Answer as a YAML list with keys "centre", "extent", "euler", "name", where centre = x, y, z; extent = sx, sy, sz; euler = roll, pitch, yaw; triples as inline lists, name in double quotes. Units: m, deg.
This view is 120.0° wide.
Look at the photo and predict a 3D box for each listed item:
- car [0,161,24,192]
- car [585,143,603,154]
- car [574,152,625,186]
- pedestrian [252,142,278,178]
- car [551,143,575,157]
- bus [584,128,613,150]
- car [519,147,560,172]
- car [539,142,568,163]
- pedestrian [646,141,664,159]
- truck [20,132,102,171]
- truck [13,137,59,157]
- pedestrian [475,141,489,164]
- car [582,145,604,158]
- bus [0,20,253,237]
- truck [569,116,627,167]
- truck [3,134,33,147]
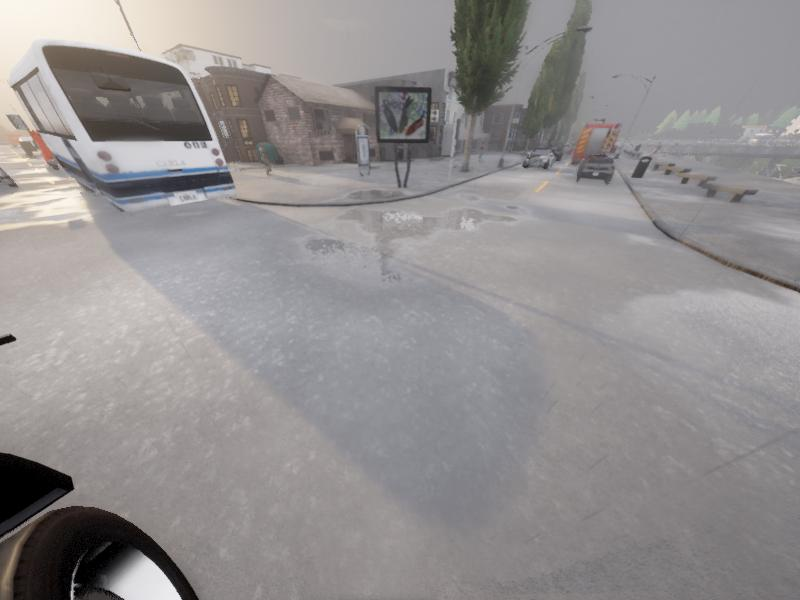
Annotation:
- centre: [-21.348, -6.507, 11.587]
  extent: [3.988, 1.617, 1.851]
  euler: [21, 40, 27]
  name: "car"
- centre: [36.844, -28.821, 43.759]
  extent: [2.038, 1.542, 4.974]
  euler: [23, 41, 29]
  name: "car"
- centre: [12.596, -8.547, 14.853]
  extent: [1.816, 1.474, 4.193]
  euler: [20, 40, 26]
  name: "car"
- centre: [-8.439, -8.766, 14.453]
  extent: [0.751, 1.860, 0.751]
  euler: [-26, 43, -32]
  name: "pedestrian"
- centre: [25.101, -23.079, 35.441]
  extent: [2.152, 1.651, 5.027]
  euler: [22, 41, 28]
  name: "car"
- centre: [50.099, -40.863, 58.573]
  extent: [3.944, 4.253, 10.273]
  euler: [22, 41, 28]
  name: "bus"
- centre: [12.618, -12.753, 20.768]
  extent: [2.038, 1.542, 4.974]
  euler: [22, 41, 28]
  name: "car"
- centre: [17.851, -17.232, 26.854]
  extent: [1.905, 1.878, 3.866]
  euler: [22, 41, 28]
  name: "car"
- centre: [32.762, -19.266, 29.660]
  extent: [0.751, 1.860, 0.751]
  euler: [-26, 43, -32]
  name: "pedestrian"
- centre: [-28.381, -12.560, 19.386]
  extent: [5.204, 2.467, 2.627]
  euler: [23, 41, 28]
  name: "truck"
- centre: [-49.657, -20.989, 31.491]
  extent: [6.274, 2.098, 2.390]
  euler: [22, 41, 28]
  name: "truck"
- centre: [7.947, -14.377, 22.533]
  extent: [0.751, 1.860, 0.751]
  euler: [-3, 35, -5]
  name: "pedestrian"
- centre: [27.550, -21.256, 32.999]
  extent: [1.816, 1.474, 4.193]
  euler: [23, 41, 29]
  name: "car"
- centre: [-11.239, -6.295, 9.092]
  extent: [10.273, 4.253, 3.944]
  euler: [23, 41, 27]
  name: "bus"
- centre: [20.861, -16.678, 24.415]
  extent: [2.891, 3.827, 8.468]
  euler: [23, 41, 29]
  name: "truck"
- centre: [-88.798, -37.093, 53.724]
  extent: [5.204, 2.467, 2.627]
  euler: [22, 41, 28]
  name: "truck"
